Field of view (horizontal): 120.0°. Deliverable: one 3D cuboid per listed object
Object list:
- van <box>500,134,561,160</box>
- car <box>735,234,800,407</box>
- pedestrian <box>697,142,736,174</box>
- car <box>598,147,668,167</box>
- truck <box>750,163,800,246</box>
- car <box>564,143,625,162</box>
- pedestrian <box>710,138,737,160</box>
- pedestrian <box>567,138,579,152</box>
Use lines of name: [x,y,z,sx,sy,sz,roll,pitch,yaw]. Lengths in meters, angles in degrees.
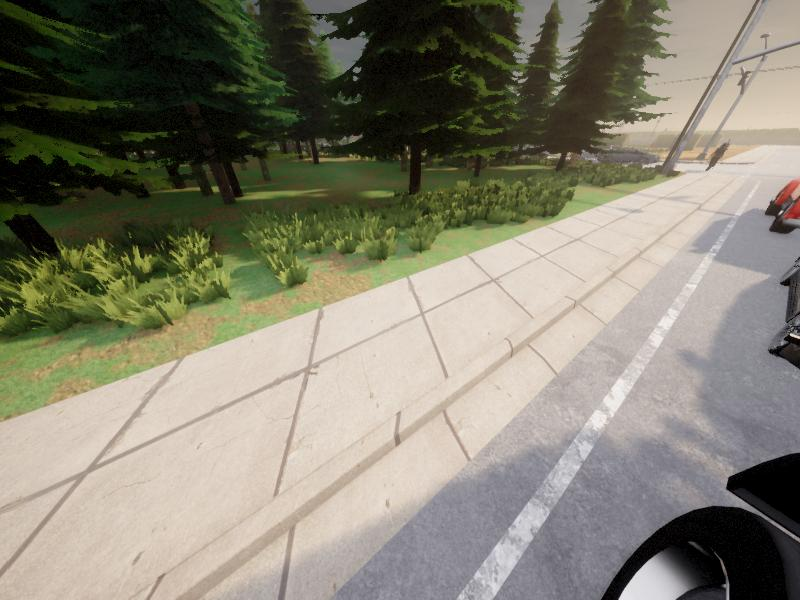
van: [16.097,-19.279,29.013,1.988,2.561,5.915,-22,40,-28]
car: [6.441,-0.038,2.632,4.902,1.511,2.128,-22,41,-28]
pedestrian: [22.767,-10.211,16.636,0.751,1.860,0.751,-18,39,-23]
car: [22.216,-13.790,22.197,1.994,1.385,4.181,-22,41,-28]
truck: [12.429,-3.013,5.960,5.204,2.467,2.627,-23,41,-28]
car: [22.431,-17.267,26.864,2.242,1.667,4.611,-22,40,-28]
pedestrian: [33.565,-15.655,23.997,0.751,1.860,0.751,22,41,28]
pedestrian: [28.828,-25.822,38.448,0.751,1.860,0.751,-3,35,-4]
